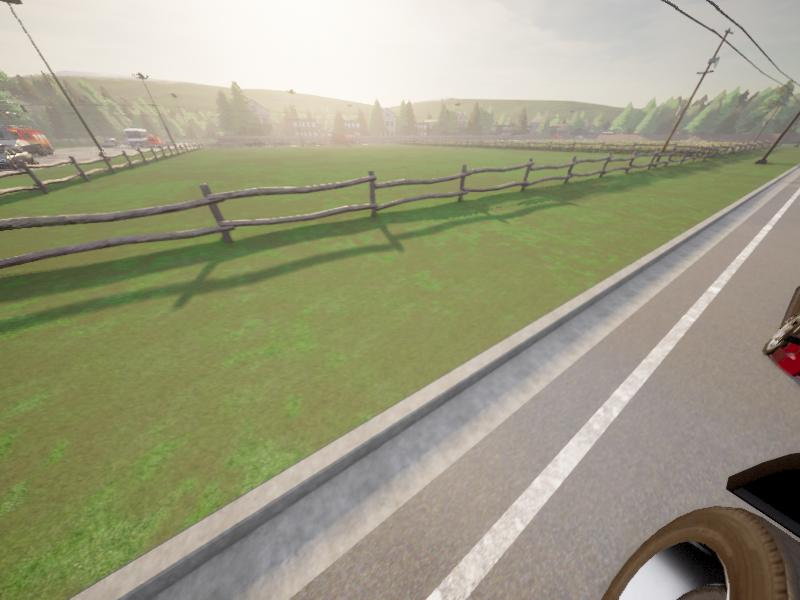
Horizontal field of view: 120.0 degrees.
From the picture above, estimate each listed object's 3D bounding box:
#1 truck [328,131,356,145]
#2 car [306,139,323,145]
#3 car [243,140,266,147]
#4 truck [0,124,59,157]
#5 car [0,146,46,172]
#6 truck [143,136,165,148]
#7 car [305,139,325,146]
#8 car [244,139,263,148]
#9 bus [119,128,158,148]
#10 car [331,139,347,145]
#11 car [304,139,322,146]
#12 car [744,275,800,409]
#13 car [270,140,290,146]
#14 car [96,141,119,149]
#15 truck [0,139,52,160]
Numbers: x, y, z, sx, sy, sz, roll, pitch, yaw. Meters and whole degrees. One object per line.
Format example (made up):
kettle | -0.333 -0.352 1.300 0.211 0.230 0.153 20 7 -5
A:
truck | -19.521 -55.072 78.469 8.468 3.827 2.891 -20 40 -26
car | -28.821 -53.121 77.755 5.008 1.535 1.882 -20 40 -26
car | -40.815 -44.008 64.866 5.238 1.638 1.930 -20 40 -26
truck | -58.852 -24.706 35.817 2.891 3.827 8.468 -20 40 -25
car | -34.027 -12.140 19.793 2.242 1.667 4.611 -20 40 -25
truck | -66.553 -42.798 62.589 2.627 2.467 5.204 -20 40 -25
car | -26.472 -49.206 72.208 5.366 1.575 1.801 -20 40 -26
car | -39.444 -42.216 62.128 3.866 1.878 1.905 -20 40 -26
bus | -72.070 -44.954 64.120 3.944 4.253 10.273 -20 40 -25
car | -21.555 -55.736 81.487 4.902 1.511 2.128 -20 40 -26
car | -28.036 -51.020 74.784 5.008 1.535 1.882 -20 40 -26
car | 6.186 0.210 2.403 4.181 1.385 1.994 -20 39 -25
car | -36.572 -47.879 70.449 4.792 1.488 2.163 -20 40 -26
car | -77.865 -41.343 61.581 2.152 1.651 5.027 -20 40 -25
truck | -50.452 -19.950 30.551 2.390 2.098 6.274 -20 40 -25
